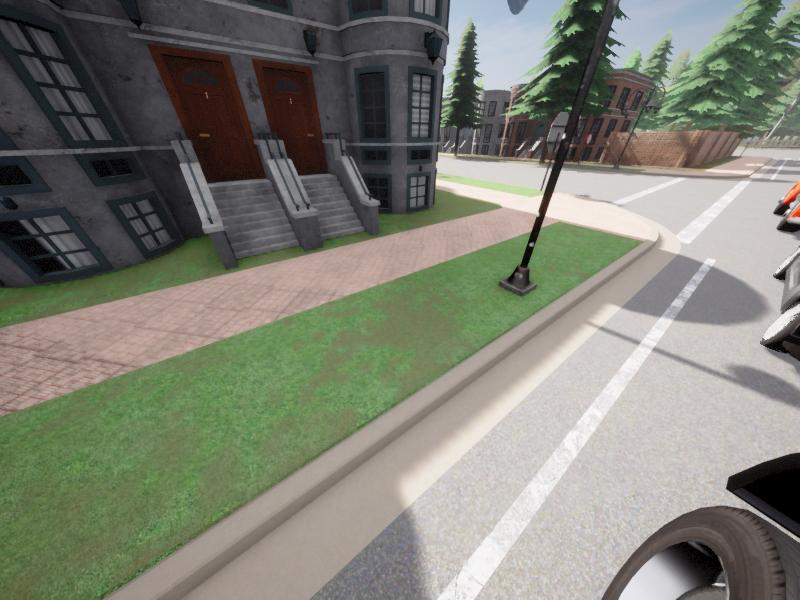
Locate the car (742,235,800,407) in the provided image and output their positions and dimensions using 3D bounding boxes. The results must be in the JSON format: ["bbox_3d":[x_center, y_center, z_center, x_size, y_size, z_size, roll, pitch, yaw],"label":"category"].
[{"bbox_3d":[6.554,-0.173,2.708,5.238,1.638,1.930,-22,41,-28],"label":"car"}]

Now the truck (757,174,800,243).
[{"bbox_3d":[12.784,-3.057,6.020,5.204,2.467,2.627,-22,41,-28],"label":"truck"}]
